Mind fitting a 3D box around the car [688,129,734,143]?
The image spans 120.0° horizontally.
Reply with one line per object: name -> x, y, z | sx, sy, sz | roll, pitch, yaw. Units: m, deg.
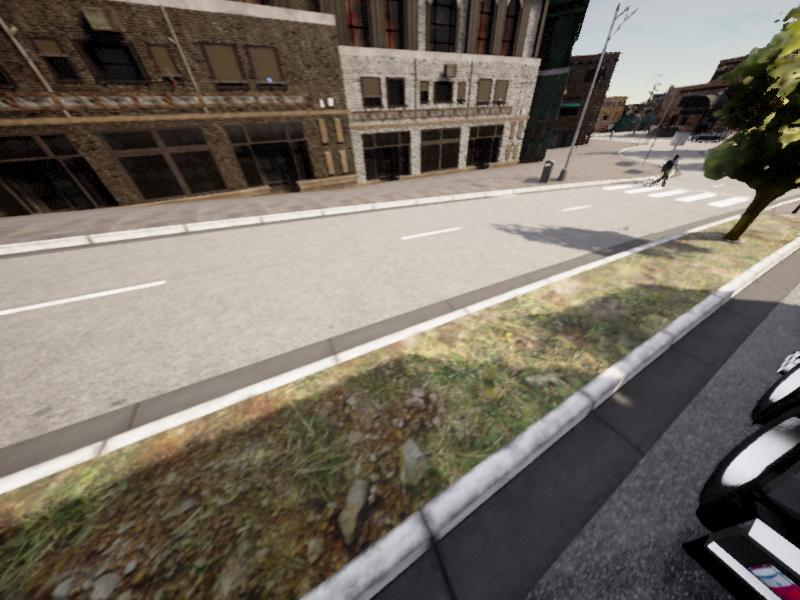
car -> 48.603, -25.661, 36.216 | 1.789, 1.549, 3.705 | -21, 39, -20

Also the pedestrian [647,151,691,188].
pedestrian -> 16.108, -7.827, 13.881 | 0.751, 1.860, 0.751 | -9, 37, -6

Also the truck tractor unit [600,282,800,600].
truck tractor unit -> 5.147, -0.259, 0.779 | 6.516, 4.208, 3.053 | -16, 37, -23
